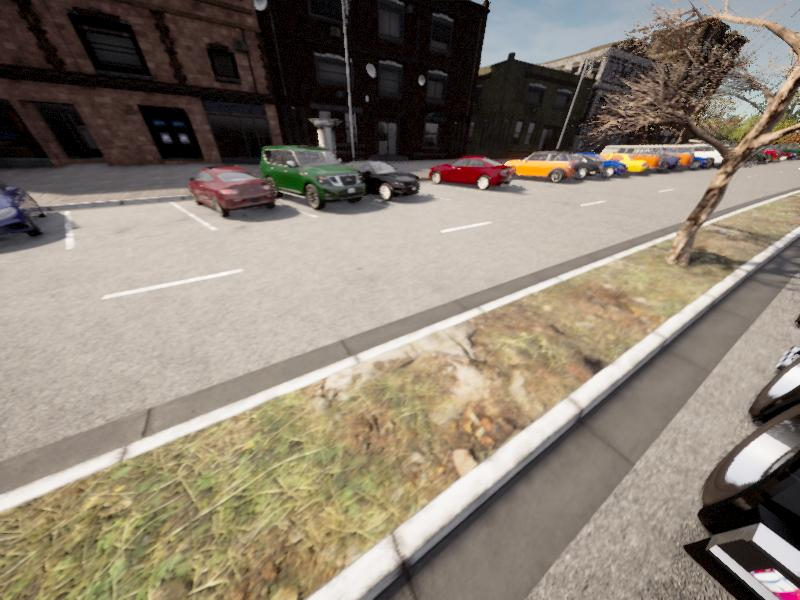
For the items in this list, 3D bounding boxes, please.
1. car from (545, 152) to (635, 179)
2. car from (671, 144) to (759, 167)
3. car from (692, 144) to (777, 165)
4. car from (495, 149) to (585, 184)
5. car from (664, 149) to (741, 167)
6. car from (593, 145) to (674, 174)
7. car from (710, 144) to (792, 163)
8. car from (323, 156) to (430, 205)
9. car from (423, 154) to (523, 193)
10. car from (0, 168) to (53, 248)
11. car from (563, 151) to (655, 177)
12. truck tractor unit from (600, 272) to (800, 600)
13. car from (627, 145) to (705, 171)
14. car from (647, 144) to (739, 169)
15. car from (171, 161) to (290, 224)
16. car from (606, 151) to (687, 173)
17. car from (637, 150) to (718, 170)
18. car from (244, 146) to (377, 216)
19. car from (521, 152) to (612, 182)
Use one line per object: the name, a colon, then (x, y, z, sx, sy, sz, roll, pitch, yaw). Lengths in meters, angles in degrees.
car: (14.764, -10.736, 18.239, 5.008, 1.535, 2.097, 27, 42, 34)
car: (36.292, -16.976, 26.987, 5.566, 2.045, 2.435, 28, 43, 35)
car: (41.726, -18.459, 29.171, 5.566, 2.045, 2.435, 28, 43, 35)
car: (9.408, -9.275, 15.861, 4.553, 1.767, 2.185, 27, 43, 34)
car: (33.623, -16.012, 26.014, 5.008, 1.535, 2.097, 28, 43, 35)
car: (20.239, -12.396, 20.284, 4.442, 1.987, 1.878, 28, 43, 35)
car: (47.116, -19.957, 31.379, 5.566, 2.045, 2.435, 28, 43, 35)
car: (-1.266, -5.989, 11.244, 5.008, 1.535, 2.097, 26, 42, 33)
car: (4.048, -7.599, 13.614, 5.008, 1.535, 2.097, 26, 42, 33)
car: (-11.785, -2.611, 6.345, 4.674, 1.452, 2.002, 25, 41, 32)
car: (17.318, -11.565, 19.457, 5.366, 1.575, 1.946, 28, 43, 35)
truck tractor unit: (5.126, -0.284, 0.764, 6.516, 4.208, 3.053, -18, 39, -23)
car: (25.632, -13.905, 22.506, 4.442, 1.987, 1.878, 28, 43, 35)
car: (30.909, -15.477, 24.779, 5.566, 2.045, 2.435, 28, 43, 35)
car: (-6.545, -4.296, 8.823, 4.674, 1.452, 2.002, 25, 42, 32)
car: (22.824, -12.994, 21.619, 4.792, 1.488, 2.163, 28, 43, 35)
car: (28.238, -14.513, 23.805, 5.008, 1.535, 2.097, 28, 43, 35)
car: (-3.884, -5.363, 9.875, 5.566, 2.045, 2.435, 26, 42, 33)
car: (12.085, -9.954, 17.088, 4.892, 1.521, 2.231, 27, 43, 34)
